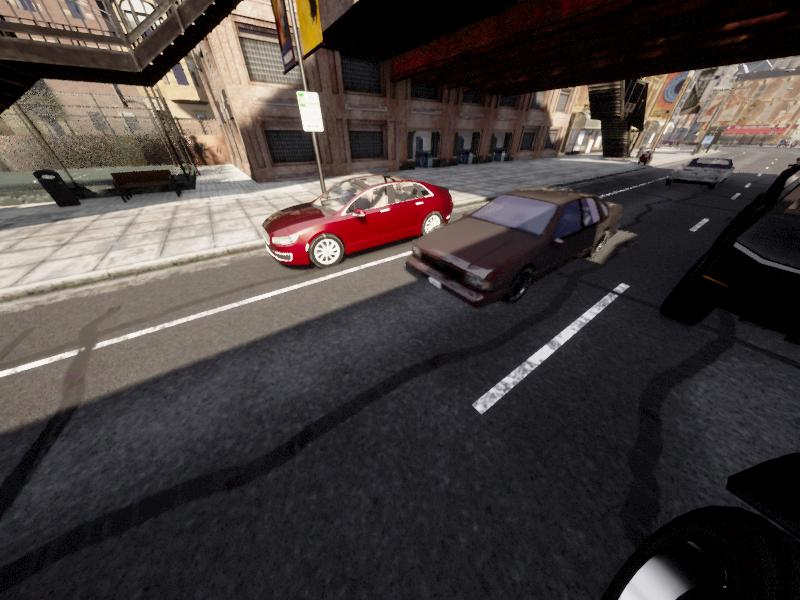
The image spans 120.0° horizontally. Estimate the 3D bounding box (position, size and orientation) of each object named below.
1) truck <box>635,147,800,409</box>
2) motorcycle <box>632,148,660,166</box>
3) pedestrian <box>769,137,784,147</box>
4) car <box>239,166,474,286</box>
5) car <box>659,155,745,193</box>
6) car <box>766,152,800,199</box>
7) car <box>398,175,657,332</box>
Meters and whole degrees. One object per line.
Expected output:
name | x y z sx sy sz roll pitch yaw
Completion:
truck | 6.546 -0.846 3.303 6.274 2.098 2.390 -22 40 -28
motorcycle | 21.634 -12.643 20.382 0.856 1.236 1.805 15 38 20
pedestrian | 85.656 -36.022 52.545 0.751 1.860 0.751 0 35 0
car | -0.790 -2.223 5.759 4.892 1.521 2.231 -22 41 -28
car | 16.472 -6.968 12.577 4.718 1.301 1.895 -22 41 -28
car | 19.389 -5.837 10.645 5.238 1.638 1.930 -22 41 -28
car | 2.751 -1.489 4.808 5.357 1.411 2.033 -22 41 -28
